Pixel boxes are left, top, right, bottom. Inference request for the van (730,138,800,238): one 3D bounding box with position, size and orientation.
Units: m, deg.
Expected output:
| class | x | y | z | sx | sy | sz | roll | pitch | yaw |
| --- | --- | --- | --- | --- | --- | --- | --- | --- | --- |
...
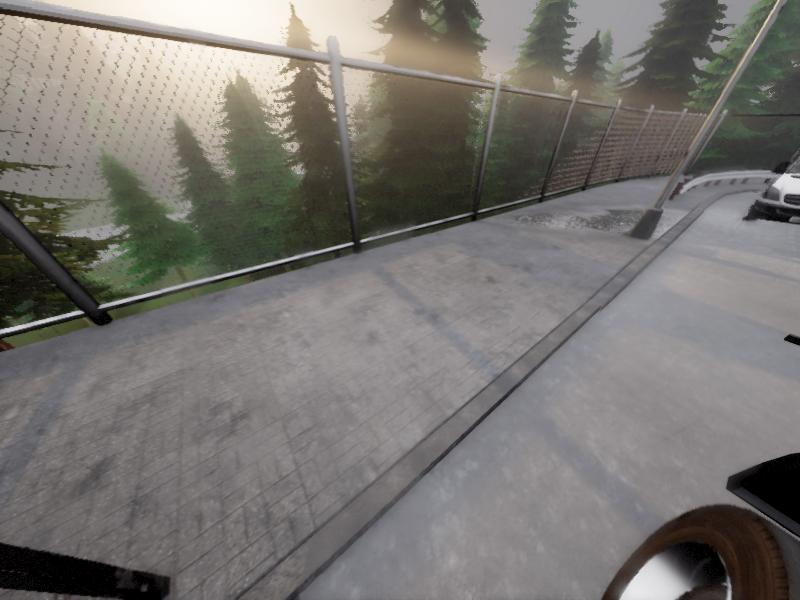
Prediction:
| class | x | y | z | sx | sy | sz | roll | pitch | yaw |
| --- | --- | --- | --- | --- | --- | --- | --- | --- | --- |
| van | 13.148 | -3.672 | 6.803 | 5.915 | 2.561 | 1.988 | -18 | 38 | -23 |
